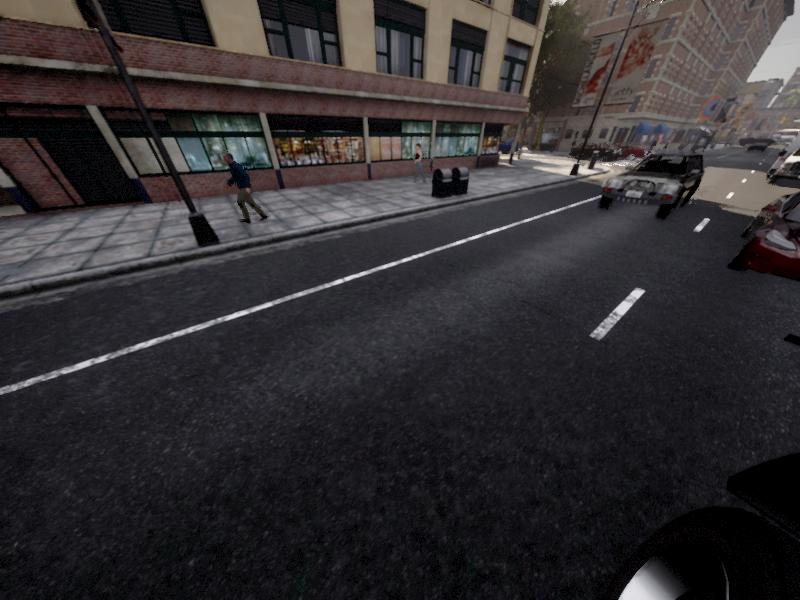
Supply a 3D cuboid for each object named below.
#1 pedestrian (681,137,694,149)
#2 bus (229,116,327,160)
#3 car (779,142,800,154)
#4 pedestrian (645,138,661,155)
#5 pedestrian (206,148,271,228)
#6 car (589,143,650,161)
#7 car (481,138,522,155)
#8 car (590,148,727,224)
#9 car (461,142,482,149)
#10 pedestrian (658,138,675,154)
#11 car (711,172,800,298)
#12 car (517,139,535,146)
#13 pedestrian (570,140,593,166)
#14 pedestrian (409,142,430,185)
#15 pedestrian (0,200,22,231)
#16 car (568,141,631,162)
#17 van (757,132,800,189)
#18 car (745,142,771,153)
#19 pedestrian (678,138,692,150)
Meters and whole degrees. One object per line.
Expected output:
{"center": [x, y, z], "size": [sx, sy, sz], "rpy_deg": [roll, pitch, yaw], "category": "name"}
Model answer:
{"center": [56.109, -30.610, 45.108], "size": [0.751, 1.860, 0.751], "rpy_deg": [-20, 40, -25], "category": "pedestrian"}
{"center": [-15.980, -21.746, 31.173], "size": [10.273, 4.253, 3.944], "rpy_deg": [-23, 41, -29], "category": "bus"}
{"center": [60.339, -23.315, 35.399], "size": [4.674, 1.442, 1.812], "rpy_deg": [-23, 41, -29], "category": "car"}
{"center": [34.667, -21.040, 31.651], "size": [0.751, 1.860, 0.751], "rpy_deg": [28, 44, 34], "category": "pedestrian"}
{"center": [-4.401, -3.089, 6.405], "size": [0.751, 1.860, 0.751], "rpy_deg": [-29, 44, -35], "category": "pedestrian"}
{"center": [25.953, -17.724, 27.583], "size": [5.008, 1.535, 1.882], "rpy_deg": [22, 41, 28], "category": "car"}
{"center": [16.231, -24.822, 37.267], "size": [2.150, 2.045, 5.566], "rpy_deg": [-24, 41, -29], "category": "car"}
{"center": [9.385, -4.352, 8.408], "size": [4.605, 1.855, 1.932], "rpy_deg": [-23, 41, -29], "category": "car"}
{"center": [17.106, -37.050, 55.255], "size": [4.718, 1.301, 1.895], "rpy_deg": [-23, 41, -29], "category": "car"}
{"center": [37.951, -21.940, 32.909], "size": [0.751, 1.860, 0.751], "rpy_deg": [-26, 43, -32], "category": "pedestrian"}
{"center": [8.772, -1.430, 4.611], "size": [4.792, 1.488, 2.163], "rpy_deg": [-23, 41, -29], "category": "car"}
{"center": [36.511, -45.453, 66.778], "size": [5.238, 1.638, 1.930], "rpy_deg": [-23, 41, -29], "category": "car"}
{"center": [15.656, -12.716, 19.949], "size": [0.751, 1.860, 0.751], "rpy_deg": [-23, 41, -29], "category": "pedestrian"}
{"center": [0.974, -7.136, 12.116], "size": [0.751, 1.860, 0.751], "rpy_deg": [-16, 38, -21], "category": "pedestrian"}
{"center": [-11.421, -2.747, 5.959], "size": [0.751, 1.860, 0.751], "rpy_deg": [-21, 40, -27], "category": "pedestrian"}
{"center": [22.100, -16.697, 25.857], "size": [1.932, 1.855, 4.605], "rpy_deg": [-19, 39, -25], "category": "car"}
{"center": [23.331, -8.002, 13.031], "size": [6.366, 2.431, 2.351], "rpy_deg": [-23, 41, -29], "category": "van"}
{"center": [61.063, -26.065, 39.417], "size": [4.718, 1.301, 1.895], "rpy_deg": [-23, 41, -29], "category": "car"}
{"center": [51.893, -28.498, 42.135], "size": [0.751, 1.860, 0.751], "rpy_deg": [-22, 41, -28], "category": "pedestrian"}
